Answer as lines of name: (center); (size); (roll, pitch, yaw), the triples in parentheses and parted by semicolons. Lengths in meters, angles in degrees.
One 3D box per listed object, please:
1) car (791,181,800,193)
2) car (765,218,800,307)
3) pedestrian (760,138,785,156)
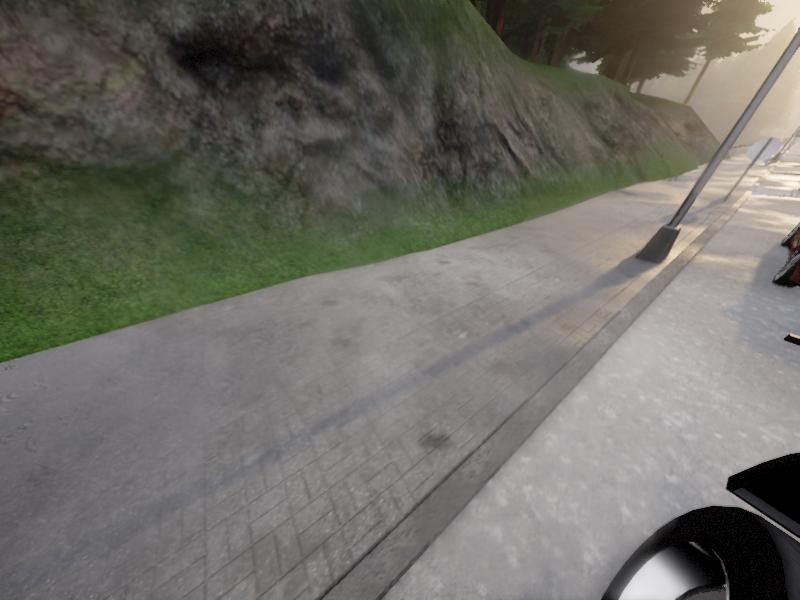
car: (21.756, -6.059, 11.074); (4.514, 1.525, 2.007); (-17, 38, -22)
car: (8.869, -1.071, 4.056); (5.008, 1.535, 1.882); (-22, 41, -28)
pedestrian: (47.983, -19.714, 29.800); (0.751, 1.860, 0.751); (23, 41, 29)
